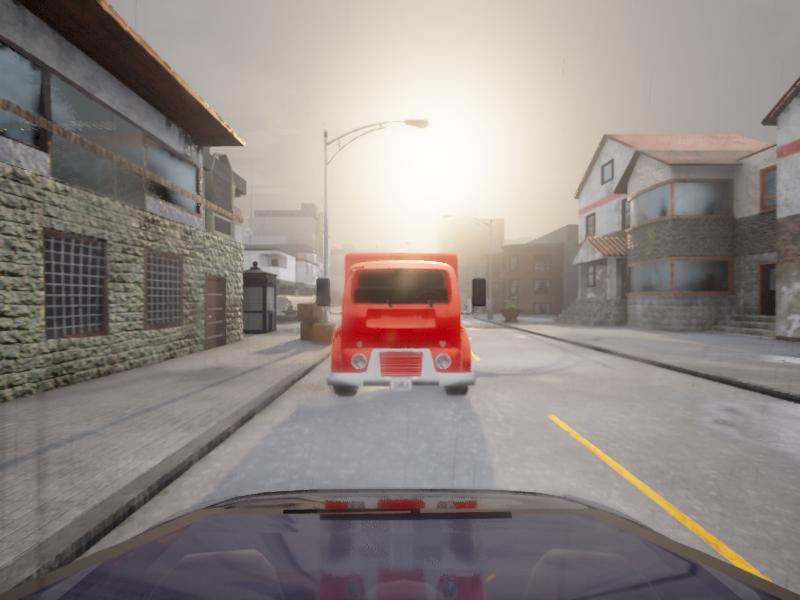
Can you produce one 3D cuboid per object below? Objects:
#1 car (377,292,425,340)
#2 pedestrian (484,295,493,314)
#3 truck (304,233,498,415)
[{"bbox_3d":[0.037,0.617,17.686,1.905,1.878,3.866,0,0,0],"label":"car"},{"bbox_3d":[8.783,0.470,39.676,0.751,1.860,0.751,0,0,0],"label":"pedestrian"},{"bbox_3d":[0.019,0.354,8.052,2.627,2.467,5.204,0,-1,0],"label":"truck"}]
